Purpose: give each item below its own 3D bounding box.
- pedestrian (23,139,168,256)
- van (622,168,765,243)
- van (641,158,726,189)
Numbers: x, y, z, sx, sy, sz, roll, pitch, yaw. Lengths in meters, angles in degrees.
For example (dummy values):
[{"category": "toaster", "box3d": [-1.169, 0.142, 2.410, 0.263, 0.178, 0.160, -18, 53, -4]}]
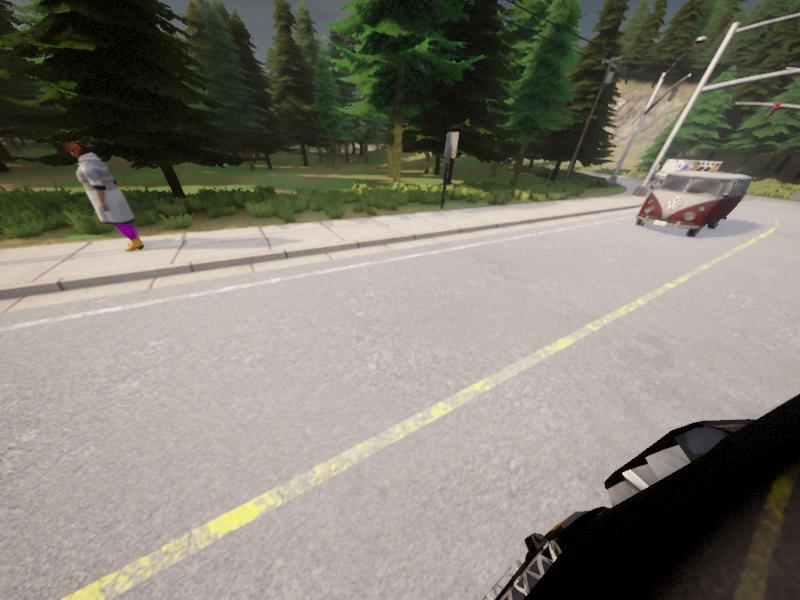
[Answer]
[{"category": "pedestrian", "box3d": [-5.494, -1.898, 4.389, 0.751, 1.860, 0.751, -11, 36, -20]}, {"category": "van", "box3d": [10.893, -3.667, 8.614, 4.442, 1.987, 1.775, -16, 38, -26]}, {"category": "van", "box3d": [31.488, -14.428, 26.150, 2.351, 2.431, 6.366, 8, 34, 8]}]
